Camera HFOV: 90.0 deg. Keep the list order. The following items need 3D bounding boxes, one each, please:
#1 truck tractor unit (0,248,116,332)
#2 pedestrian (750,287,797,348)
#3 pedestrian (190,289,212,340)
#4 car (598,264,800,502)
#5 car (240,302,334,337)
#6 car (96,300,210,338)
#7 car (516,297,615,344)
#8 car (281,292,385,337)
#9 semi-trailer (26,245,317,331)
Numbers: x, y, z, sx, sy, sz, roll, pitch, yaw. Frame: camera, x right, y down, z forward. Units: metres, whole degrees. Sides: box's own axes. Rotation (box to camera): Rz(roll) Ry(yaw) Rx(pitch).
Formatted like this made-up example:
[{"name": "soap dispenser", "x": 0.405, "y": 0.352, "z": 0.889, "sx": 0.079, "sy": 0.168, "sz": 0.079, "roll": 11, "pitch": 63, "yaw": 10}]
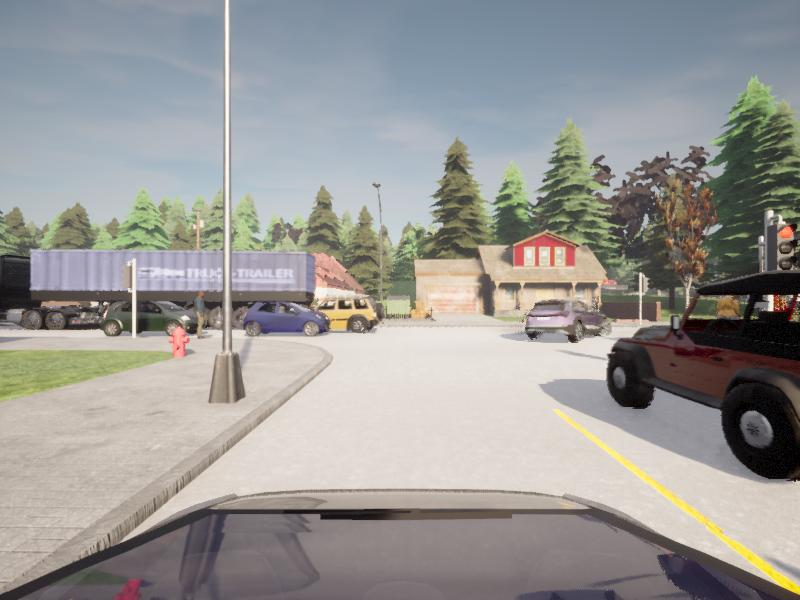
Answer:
[{"name": "truck tractor unit", "x": -19.853, "y": -0.522, "z": 22.008, "sx": 6.516, "sy": 4.208, "sz": 3.053, "roll": 0, "pitch": 0, "yaw": 7}, {"name": "pedestrian", "x": 11.679, "y": 0.525, "z": 12.528, "sx": 0.751, "sy": 1.860, "sz": 0.751, "roll": 0, "pitch": 0, "yaw": -2}, {"name": "pedestrian", "x": -7.594, "y": 0.534, "z": 15.250, "sx": 0.751, "sy": 1.860, "sz": 0.751, "roll": 0, "pitch": 0, "yaw": -28}, {"name": "car", "x": 4.149, "y": 0.648, "z": 4.598, "sx": 1.905, "sy": 1.878, "sz": 3.866, "roll": 0, "pitch": 0, "yaw": 1}, {"name": "car", "x": -4.939, "y": 0.827, "z": 17.816, "sx": 3.633, "sy": 1.501, "sz": 1.845, "roll": 0, "pitch": 0, "yaw": 1}, {"name": "car", "x": -10.951, "y": 0.788, "z": 17.945, "sx": 3.988, "sy": 1.617, "sz": 1.851, "roll": 0, "pitch": 0, "yaw": 1}, {"name": "car", "x": 6.989, "y": 0.778, "z": 16.610, "sx": 2.033, "sy": 1.649, "sz": 4.856, "roll": -4, "pitch": -3, "yaw": 44}, {"name": "car", "x": -3.166, "y": 0.680, "z": 19.630, "sx": 4.605, "sy": 1.855, "sz": 1.932, "roll": -2, "pitch": 6, "yaw": 6}, {"name": "semi-trailer", "x": -11.955, "y": -0.625, "z": 21.926, "sx": 14.254, "sy": 4.402, "sz": 2.717, "roll": 0, "pitch": -1, "yaw": -1}]
